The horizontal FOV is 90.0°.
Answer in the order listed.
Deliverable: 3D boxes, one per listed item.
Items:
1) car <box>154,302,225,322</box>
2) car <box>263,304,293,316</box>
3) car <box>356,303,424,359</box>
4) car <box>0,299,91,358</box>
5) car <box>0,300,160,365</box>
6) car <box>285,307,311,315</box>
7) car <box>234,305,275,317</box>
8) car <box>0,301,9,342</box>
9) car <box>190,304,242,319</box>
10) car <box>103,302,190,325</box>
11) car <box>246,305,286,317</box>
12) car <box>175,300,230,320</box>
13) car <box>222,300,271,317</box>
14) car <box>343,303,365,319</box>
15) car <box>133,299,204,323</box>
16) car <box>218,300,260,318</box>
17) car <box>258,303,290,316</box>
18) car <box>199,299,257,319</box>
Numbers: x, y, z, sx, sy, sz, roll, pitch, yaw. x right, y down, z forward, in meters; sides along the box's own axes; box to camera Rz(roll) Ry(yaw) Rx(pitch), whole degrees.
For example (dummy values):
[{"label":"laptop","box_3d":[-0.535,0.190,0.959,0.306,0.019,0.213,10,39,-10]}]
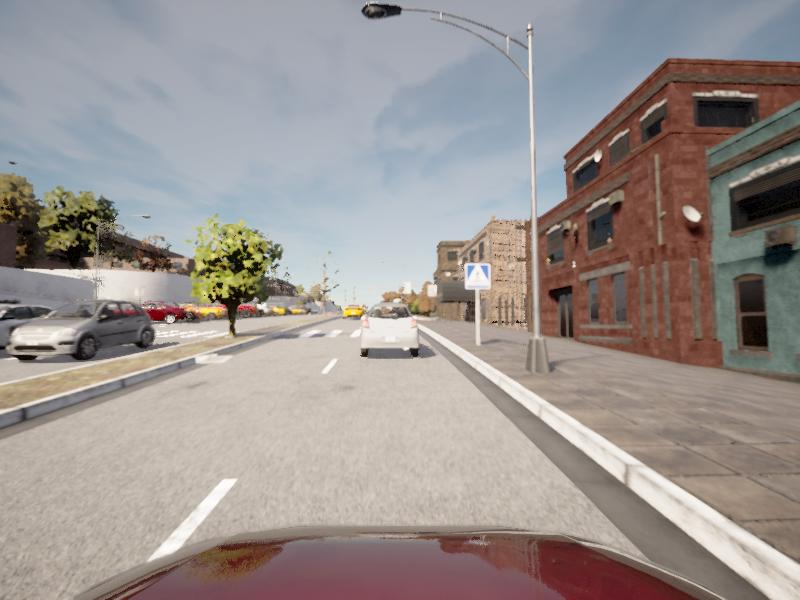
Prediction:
[{"label":"car","box_3d":[-18.108,1.008,34.745,5.366,1.575,1.946,0,-1,-23]},{"label":"car","box_3d":[-19.641,1.615,64.393,4.553,1.767,2.185,0,-2,-23]},{"label":"car","box_3d":[-0.338,0.841,12.697,1.845,1.501,3.633,0,0,-2]},{"label":"car","box_3d":[-12.205,0.791,12.038,1.930,1.638,5.238,0,0,-2]},{"label":"car","box_3d":[-9.200,0.813,11.923,1.851,1.617,3.988,0,0,-2]},{"label":"car","box_3d":[-20.271,2.213,79.266,4.674,1.452,2.002,0,-1,-23]},{"label":"car","box_3d":[-19.082,1.397,52.504,5.008,1.535,2.097,0,-2,-23]},{"label":"car","box_3d":[-17.350,0.835,13.864,5.008,1.535,2.097,-1,0,-22]},{"label":"car","box_3d":[-18.546,1.156,40.610,4.674,1.452,2.002,0,-1,-23]},{"label":"car","box_3d":[-18.004,0.932,28.721,5.008,1.535,2.097,0,0,-23]},{"label":"car","box_3d":[-19.513,1.564,58.375,5.366,1.575,1.946,0,-1,-23]},{"label":"car","box_3d":[-18.441,0.937,37.631,4.553,1.767,2.185,0,-1,-23]},{"label":"car","box_3d":[-18.970,1.066,49.522,5.566,2.045,2.435,0,-1,-23]},{"label":"car","box_3d":[-4.555,1.127,40.378,1.882,1.535,5.008,0,-1,-3]},{"label":"car","box_3d":[-18.177,0.844,31.685,4.553,1.767,2.185,0,-1,-23]},{"label":"car","box_3d":[-18.707,1.019,46.609,4.442,1.987,1.878,0,-2,-23]},{"label":"car","box_3d":[-19.374,1.428,61.480,4.442,1.987,1.878,0,-2,-23]},{"label":"car","box_3d":[-18.655,0.927,43.607,5.566,2.045,2.435,0,-2,-23]}]
